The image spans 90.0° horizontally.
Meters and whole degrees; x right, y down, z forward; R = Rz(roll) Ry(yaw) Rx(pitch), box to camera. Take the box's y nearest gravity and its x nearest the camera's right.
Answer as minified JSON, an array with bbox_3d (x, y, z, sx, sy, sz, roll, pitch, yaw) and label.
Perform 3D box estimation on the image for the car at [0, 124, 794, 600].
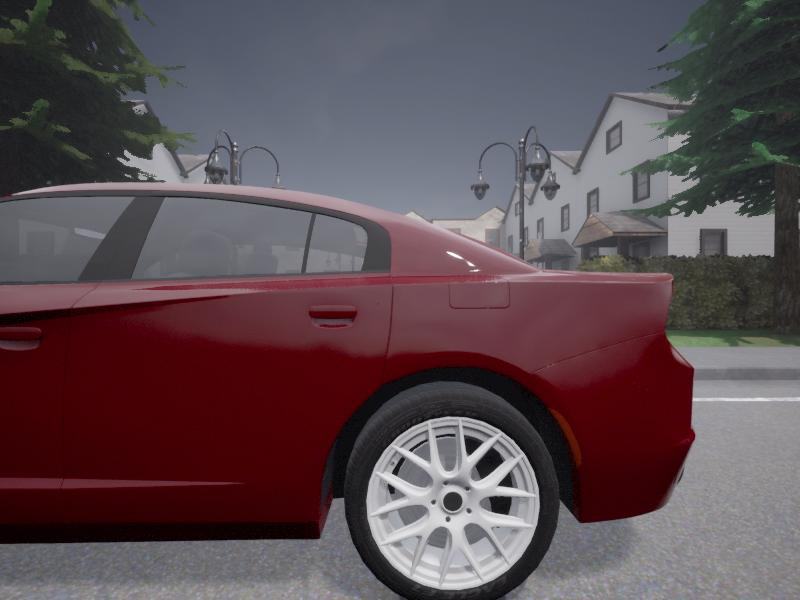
[{"bbox_3d":[-1.271,0.223,2.175,5.008,1.535,1.882,0,0,-1],"label":"car"}]

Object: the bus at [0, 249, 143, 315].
[{"bbox_3d":[-25.154,-1.149,30.949,3.944,4.253,10.273,0,0,0],"label":"bus"}]

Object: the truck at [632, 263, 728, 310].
[{"bbox_3d":[25.495,-1.112,37.157,2.891,3.827,8.468,0,0,-1],"label":"truck"}]
